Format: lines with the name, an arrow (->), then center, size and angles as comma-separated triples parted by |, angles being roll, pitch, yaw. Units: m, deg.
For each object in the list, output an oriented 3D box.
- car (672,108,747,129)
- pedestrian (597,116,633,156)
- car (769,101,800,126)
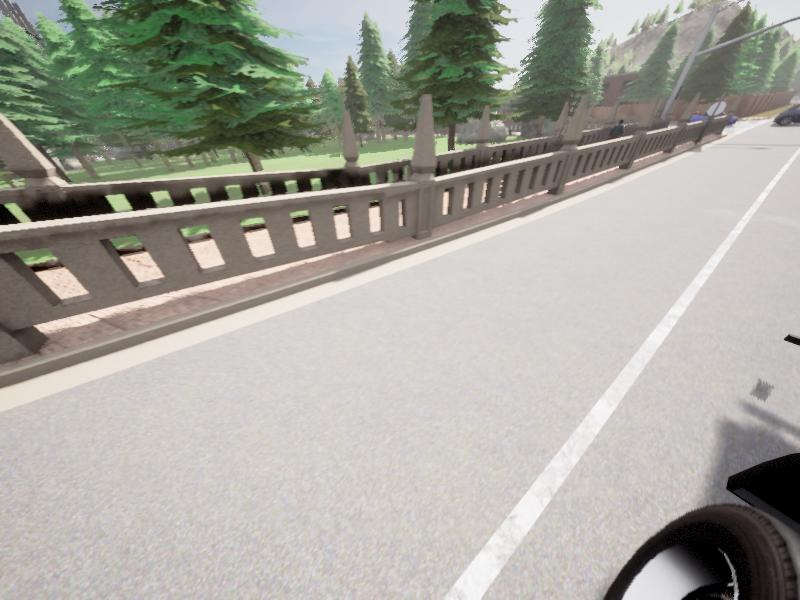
car -> 33.664, -19.826, 25.303 | 2.007, 1.525, 4.514 | -27, 43, -26
pedestrian -> 12.723, -9.701, 13.726 | 0.751, 1.860, 0.751 | -24, 42, -23
car -> 38.218, -17.060, 21.011 | 2.097, 1.767, 4.553 | -33, 46, -32
